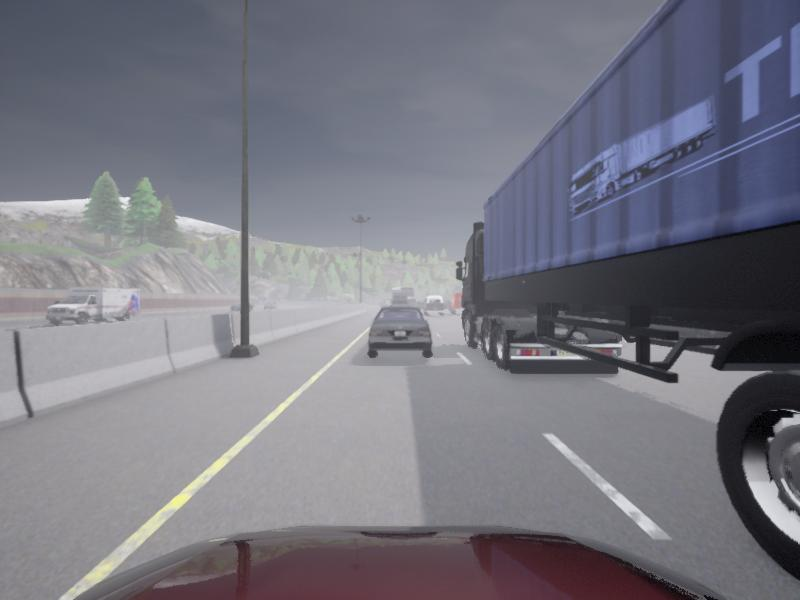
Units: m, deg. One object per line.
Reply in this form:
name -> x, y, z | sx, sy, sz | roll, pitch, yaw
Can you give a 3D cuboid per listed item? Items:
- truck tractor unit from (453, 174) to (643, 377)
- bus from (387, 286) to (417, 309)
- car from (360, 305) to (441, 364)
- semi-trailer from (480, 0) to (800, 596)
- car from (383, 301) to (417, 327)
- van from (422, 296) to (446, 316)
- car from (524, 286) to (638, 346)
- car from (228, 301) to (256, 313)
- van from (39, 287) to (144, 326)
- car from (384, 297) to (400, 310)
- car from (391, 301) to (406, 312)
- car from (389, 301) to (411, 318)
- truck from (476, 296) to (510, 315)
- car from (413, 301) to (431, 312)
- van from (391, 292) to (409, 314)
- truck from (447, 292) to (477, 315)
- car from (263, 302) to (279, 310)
truck tractor unit -> 3.508, -0.512, 11.554 | 3.053, 4.208, 6.516 | 0, 0, 0
bus -> 0.260, -0.473, 81.332 | 3.944, 4.253, 10.273 | 0, 0, -12
car -> 0.002, 0.905, 12.704 | 2.033, 1.411, 5.357 | 0, 0, 0
semi-trailer -> 3.502, -0.616, 3.636 | 2.717, 4.402, 14.254 | 0, 0, 0
car -> 0.002, 0.849, 26.264 | 2.038, 1.542, 4.974 | 0, 0, 0
van -> 3.502, 0.605, 41.826 | 2.069, 2.038, 4.480 | 0, 0, 0
car -> 6.999, 0.577, 16.349 | 2.150, 2.045, 5.566 | 0, -1, 0
car -> -21.122, 0.867, 53.780 | 1.882, 1.535, 5.008 | 0, 0, -2
van -> -21.000, 0.401, 27.763 | 2.351, 2.431, 6.366 | 0, 0, 0
car -> -1.379, 0.619, 70.076 | 2.150, 2.045, 5.566 | 0, -1, -8
car -> -0.275, 0.876, 57.313 | 2.007, 1.525, 4.514 | 0, 0, -3
car -> 0.002, 0.858, 38.132 | 2.038, 1.542, 4.974 | 0, 0, 0
truck -> 10.503, 0.580, 45.687 | 2.390, 2.098, 6.274 | 0, 0, 0
car -> 3.176, 0.883, 58.570 | 2.128, 1.511, 4.902 | 0, 0, -3
van -> -0.022, 0.359, 49.145 | 1.988, 2.561, 5.915 | 0, -1, 0
truck -> 7.002, 0.397, 45.833 | 2.627, 2.467, 5.204 | 0, 0, 0
car -> -22.449, 1.001, 69.894 | 1.895, 1.301, 4.718 | 0, 0, -9
